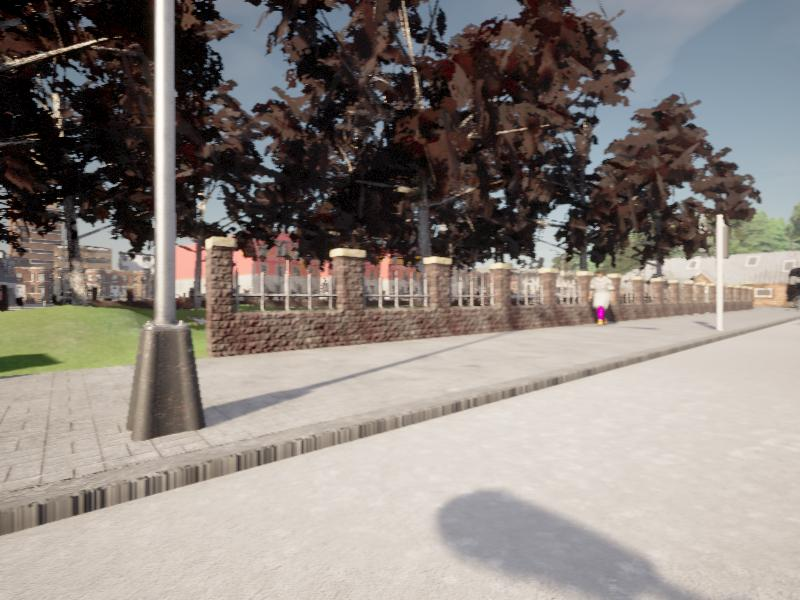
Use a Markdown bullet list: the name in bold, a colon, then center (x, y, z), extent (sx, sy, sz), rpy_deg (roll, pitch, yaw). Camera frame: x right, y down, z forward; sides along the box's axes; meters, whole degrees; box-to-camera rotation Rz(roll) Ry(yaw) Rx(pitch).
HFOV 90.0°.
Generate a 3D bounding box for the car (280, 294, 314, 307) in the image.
- **car**: center (-12.597, 0.012, 49.038), extent (3.705, 1.549, 1.789), rpy_deg (0, 0, -40)

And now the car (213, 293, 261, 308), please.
- **car**: center (-18.097, 0.047, 44.405), extent (4.514, 1.525, 2.007), rpy_deg (0, 0, -40)

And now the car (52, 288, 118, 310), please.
- **car**: center (-28.193, -0.092, 35.898), extent (4.605, 1.855, 1.932), rpy_deg (0, 0, -40)

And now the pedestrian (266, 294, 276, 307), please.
- **pedestrian**: center (-13.553, 0.040, 41.945), extent (0.751, 1.300, 0.751), rpy_deg (0, 0, -40)

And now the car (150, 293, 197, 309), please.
- **car**: center (-22.855, 0.089, 40.394), extent (3.806, 1.475, 1.970), rpy_deg (0, 0, -40)

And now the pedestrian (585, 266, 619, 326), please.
- **pedestrian**: center (6.502, -0.127, 12.897), extent (0.751, 1.860, 0.751), rpy_deg (0, 0, -40)

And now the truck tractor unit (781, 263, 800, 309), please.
- **truck tractor unit**: center (38.408, -1.285, 35.222), extent (3.053, 4.208, 6.516), rpy_deg (0, 0, -9)

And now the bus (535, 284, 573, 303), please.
- **bus**: center (37.082, -1.546, 95.936), extent (10.273, 4.253, 3.944), rpy_deg (0, 0, -40)

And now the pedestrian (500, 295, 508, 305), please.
- **pedestrian**: center (13.553, -0.009, 51.971), extent (0.751, 1.300, 0.751), rpy_deg (0, 0, -40)

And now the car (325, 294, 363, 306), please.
- **car**: center (-7.447, 0.023, 53.375), extent (4.892, 1.490, 1.837), rpy_deg (0, 0, -41)
